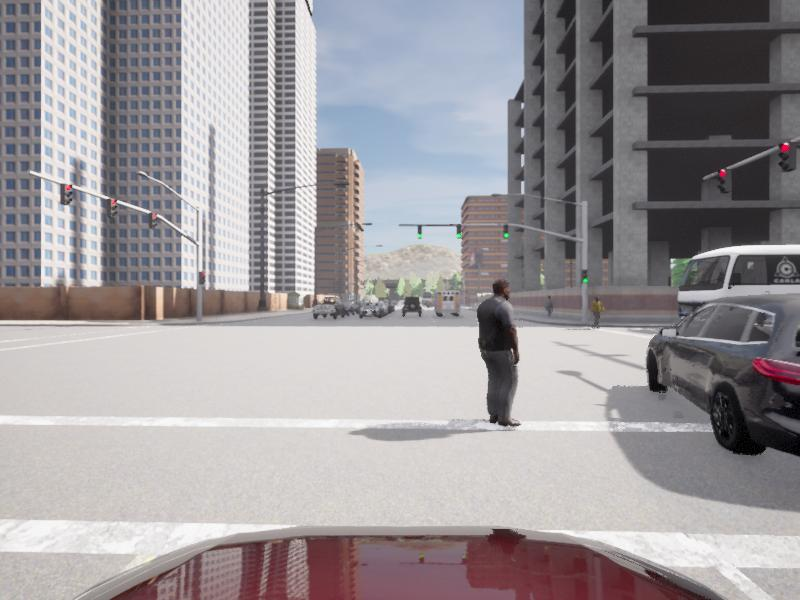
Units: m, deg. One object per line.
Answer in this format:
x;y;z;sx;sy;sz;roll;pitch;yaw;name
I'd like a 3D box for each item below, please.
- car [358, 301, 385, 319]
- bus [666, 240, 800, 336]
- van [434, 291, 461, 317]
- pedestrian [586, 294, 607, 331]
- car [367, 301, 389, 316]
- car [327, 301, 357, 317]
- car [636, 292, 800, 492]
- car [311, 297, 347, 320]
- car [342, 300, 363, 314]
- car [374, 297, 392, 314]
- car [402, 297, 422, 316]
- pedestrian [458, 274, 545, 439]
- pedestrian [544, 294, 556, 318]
-2.486;0.852;35.599;1.970;1.475;3.806;0;0;3;car
19.541;-0.535;19.636;10.273;4.253;3.944;0;0;2;bus
4.763;0.376;41.106;2.351;2.431;6.366;0;0;3;van
10.233;0.636;20.858;0.751;1.860;0.751;0;0;2;pedestrian
-2.241;0.868;41.307;1.812;1.442;4.674;0;0;3;car
-5.776;0.850;40.557;2.163;1.488;4.792;0;0;3;car
4.889;0.757;5.227;2.242;1.667;4.611;0;0;19;car
-6.015;0.651;34.410;1.932;1.855;4.605;0;0;4;car
-5.490;0.786;46.999;1.851;1.617;3.988;0;0;3;car
-1.966;0.644;47.378;1.905;1.878;3.866;0;0;2;car
1.228;0.644;40.362;1.905;1.878;3.866;0;0;3;car
1.249;0.637;4.999;0.751;1.860;0.751;0;0;-25;pedestrian
12.053;0.486;32.230;0.751;1.860;0.751;0;0;8;pedestrian
